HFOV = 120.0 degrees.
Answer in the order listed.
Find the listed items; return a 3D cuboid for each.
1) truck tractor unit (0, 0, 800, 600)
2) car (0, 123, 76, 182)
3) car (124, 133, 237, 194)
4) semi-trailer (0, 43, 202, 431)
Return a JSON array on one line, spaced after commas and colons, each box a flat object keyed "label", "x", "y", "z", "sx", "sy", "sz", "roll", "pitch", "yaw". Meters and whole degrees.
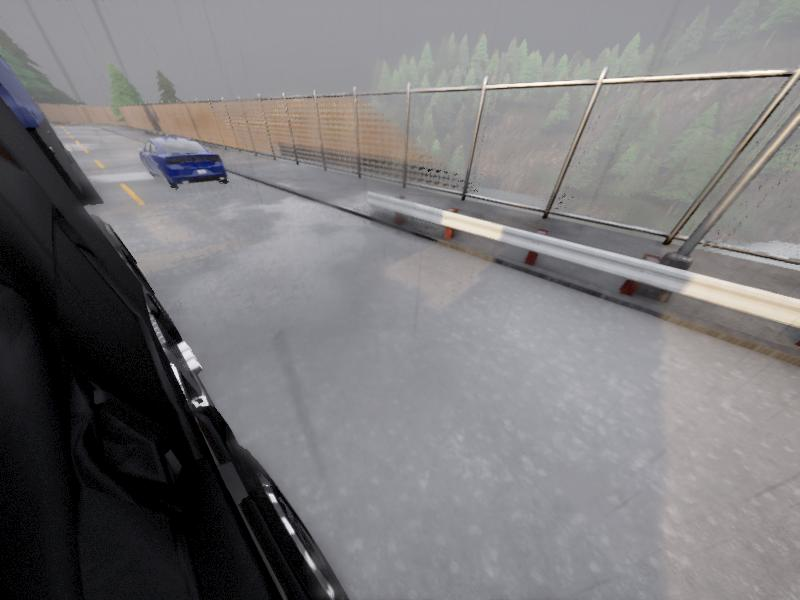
[{"label": "truck tractor unit", "x": -2.645, "y": -0.295, "z": 0.352, "sx": 6.516, "sy": 4.208, "sz": 3.053, "roll": 28, "pitch": 44, "yaw": 30}, {"label": "car", "x": -16.106, "y": -6.429, "z": 9.837, "sx": 5.238, "sy": 1.638, "sz": 1.930, "roll": 28, "pitch": 44, "yaw": 30}, {"label": "car", "x": -9.036, "y": -5.762, "z": 9.470, "sx": 5.008, "sy": 1.535, "sz": 1.882, "roll": 28, "pitch": 44, "yaw": 30}, {"label": "semi-trailer", "x": -8.699, "y": -3.608, "z": 4.223, "sx": 14.254, "sy": 4.402, "sz": 2.717, "roll": 28, "pitch": 44, "yaw": 30}]
